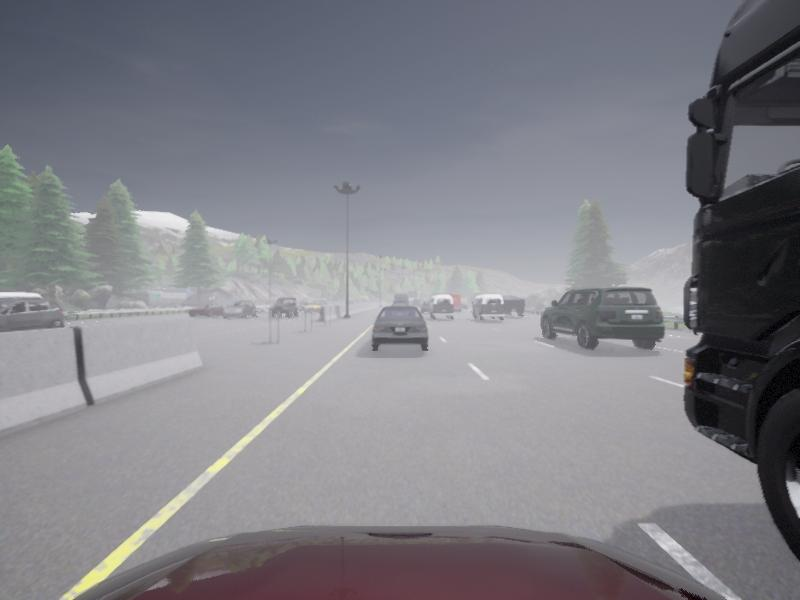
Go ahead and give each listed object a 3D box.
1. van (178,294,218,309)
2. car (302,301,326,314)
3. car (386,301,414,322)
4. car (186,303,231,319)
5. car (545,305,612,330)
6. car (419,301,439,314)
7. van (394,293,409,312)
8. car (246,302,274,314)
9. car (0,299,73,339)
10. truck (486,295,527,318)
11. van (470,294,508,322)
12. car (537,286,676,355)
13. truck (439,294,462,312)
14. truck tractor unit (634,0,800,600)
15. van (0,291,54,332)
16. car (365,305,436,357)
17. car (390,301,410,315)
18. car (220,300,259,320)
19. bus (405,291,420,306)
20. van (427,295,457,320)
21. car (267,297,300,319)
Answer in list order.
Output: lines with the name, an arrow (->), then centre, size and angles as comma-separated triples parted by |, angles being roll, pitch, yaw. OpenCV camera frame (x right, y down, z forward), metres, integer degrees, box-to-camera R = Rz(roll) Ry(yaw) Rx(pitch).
van -> -34.825, 0.181, 69.196 | 5.915, 2.561, 1.988 | 0, 0, 0
car -> -10.501, 0.855, 49.315 | 1.801, 1.575, 5.366 | 0, 0, 0
car -> 0.000, 0.863, 32.264 | 2.038, 1.542, 4.974 | 0, 0, 0
car -> -17.500, 0.985, 36.786 | 1.895, 1.301, 4.718 | 0, 0, 0
car -> 10.501, 0.971, 23.918 | 1.895, 1.301, 4.718 | 0, 0, 0
car -> 3.504, 0.891, 49.707 | 2.128, 1.511, 4.902 | 0, 0, 0
van -> 0.147, 0.387, 57.148 | 1.988, 2.561, 5.915 | 0, 0, -2
car -> -17.501, 0.925, 50.256 | 1.812, 1.442, 4.674 | 0, 0, 0
car -> -17.494, 0.776, 17.720 | 2.242, 1.667, 4.611 | 0, 0, 0
truck -> 10.501, 0.587, 40.032 | 2.390, 2.098, 6.274 | 0, 0, 0
van -> 7.001, 0.607, 31.980 | 2.069, 2.038, 4.480 | 0, 0, 0
car -> 7.001, 0.587, 14.491 | 2.150, 2.045, 5.566 | 0, 0, 0
truck -> 7.006, 0.420, 55.888 | 2.627, 2.467, 5.204 | 0, 0, 0
truck tractor unit -> 3.505, -0.524, 0.105 | 3.053, 4.208, 6.516 | 0, 0, 0
van -> -21.000, 0.596, 20.848 | 2.069, 2.038, 4.480 | 0, 0, 0
car -> 0.003, 0.911, 14.102 | 2.033, 1.411, 5.357 | 0, 0, 0
car -> 0.001, 0.876, 45.100 | 2.038, 1.542, 4.974 | 0, 0, 0
car -> -14.002, 0.827, 35.128 | 1.851, 1.617, 3.988 | 0, 0, 0
bus -> 3.376, -0.411, 113.278 | 3.944, 4.253, 10.273 | 0, 0, 0
van -> 3.546, 0.613, 34.571 | 2.069, 2.038, 4.480 | 0, 0, 0
car -> -10.501, 0.686, 36.309 | 1.905, 1.878, 3.866 | 0, 0, 0
